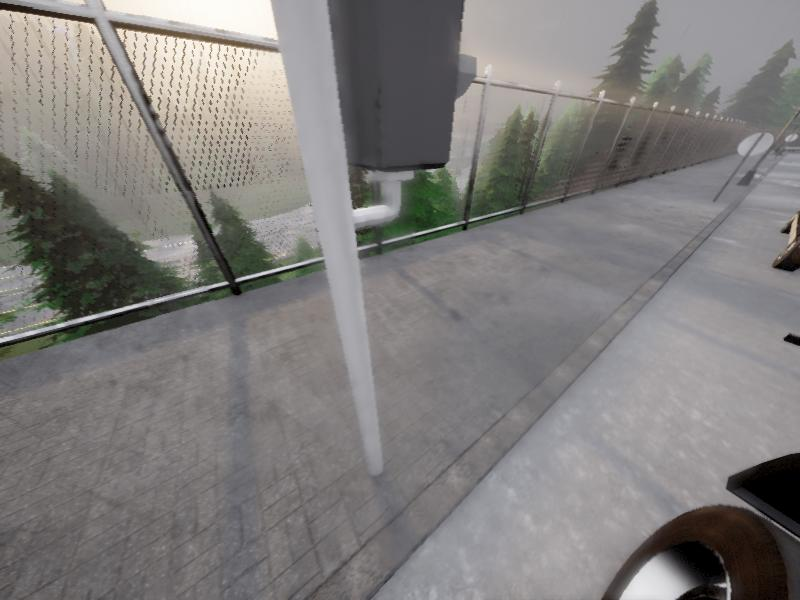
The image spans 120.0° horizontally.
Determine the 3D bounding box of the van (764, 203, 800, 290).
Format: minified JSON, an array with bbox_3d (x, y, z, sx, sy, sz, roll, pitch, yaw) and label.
[{"bbox_3d":[9.894,-1.929,4.353,5.915,2.561,1.988,-22,41,-28],"label":"van"}]
